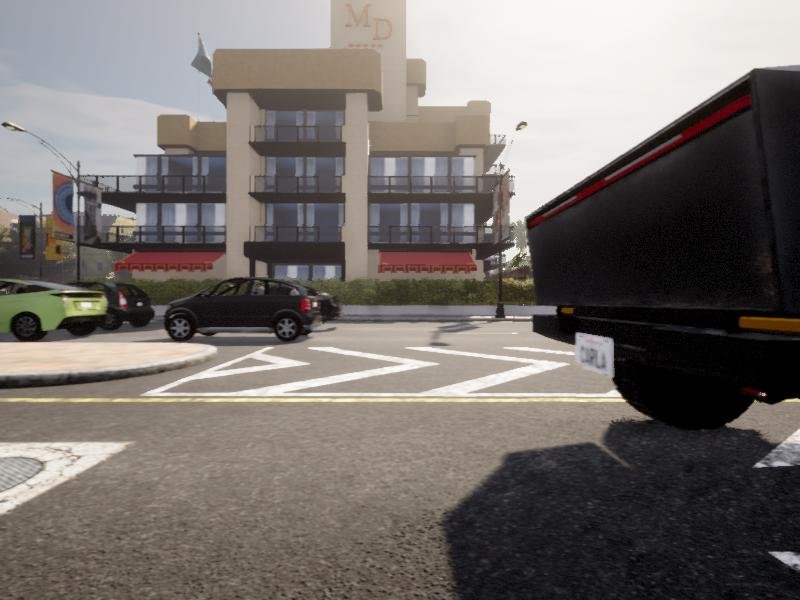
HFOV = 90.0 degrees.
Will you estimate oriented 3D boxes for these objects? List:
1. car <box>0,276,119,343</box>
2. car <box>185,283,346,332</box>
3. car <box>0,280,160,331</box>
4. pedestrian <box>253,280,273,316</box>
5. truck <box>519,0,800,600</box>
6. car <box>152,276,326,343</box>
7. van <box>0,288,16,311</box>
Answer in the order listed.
[{"bbox_3d":[-10.094,0.221,10.167,4.514,1.525,2.007,0,0,0],"label":"car"},{"bbox_3d":[-4.411,0.238,13.687,4.892,1.490,1.837,-1,0,0],"label":"car"},{"bbox_3d":[-10.769,0.181,13.676,3.988,1.617,1.851,0,0,0],"label":"car"},{"bbox_3d":[-7.146,-0.120,20.904,0.751,1.860,0.751,0,0,1],"label":"pedestrian"},{"bbox_3d":[4.152,-0.056,2.207,6.274,2.098,2.390,0,0,0],"label":"truck"},{"bbox_3d":[-3.911,0.212,10.188,3.705,1.549,1.789,0,0,0],"label":"car"},{"bbox_3d":[-36.061,-0.053,34.291,2.069,2.038,4.480,0,0,0],"label":"van"}]
